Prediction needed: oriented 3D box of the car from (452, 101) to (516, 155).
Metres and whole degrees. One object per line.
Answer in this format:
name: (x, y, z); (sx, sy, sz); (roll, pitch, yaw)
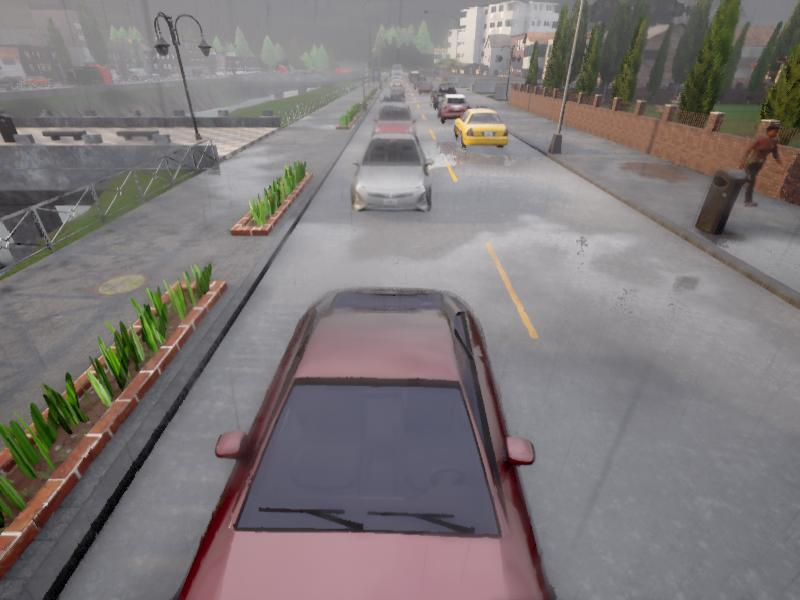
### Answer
car: (3.498, -7.766, 17.747); (1.801, 1.575, 5.366); (1, 30, 1)

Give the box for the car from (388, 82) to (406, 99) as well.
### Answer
car: (-0.279, -23.314, 44.420); (1.845, 1.501, 3.633); (0, 30, 1)

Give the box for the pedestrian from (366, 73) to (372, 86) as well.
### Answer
pedestrian: (-5.409, -38.019, 69.015); (0.751, 1.860, 0.751); (-10, 32, -16)

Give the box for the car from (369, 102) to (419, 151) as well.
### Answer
car: (-0.205, -8.027, 18.248); (2.007, 1.525, 4.514); (0, 30, 1)

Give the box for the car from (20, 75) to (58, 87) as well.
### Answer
car: (-62.238, -37.890, 69.096); (2.097, 1.767, 4.553); (0, 30, 0)

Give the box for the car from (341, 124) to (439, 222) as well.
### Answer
car: (-0.174, -3.550, 10.582); (2.007, 1.525, 4.514); (0, 30, 1)

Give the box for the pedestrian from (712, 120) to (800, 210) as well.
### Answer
pedestrian: (8.203, -3.097, 9.223); (0.751, 1.860, 0.751); (-1, 30, -2)

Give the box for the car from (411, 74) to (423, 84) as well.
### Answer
car: (3.415, -45.214, 81.913); (2.242, 1.667, 4.611); (0, 30, 0)

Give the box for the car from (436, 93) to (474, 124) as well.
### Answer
car: (3.473, -12.420, 25.821); (1.970, 1.475, 3.806); (1, 30, 1)

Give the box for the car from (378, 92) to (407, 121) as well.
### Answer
car: (-0.494, -13.139, 27.052); (1.816, 1.474, 4.193); (-1, 30, -1)

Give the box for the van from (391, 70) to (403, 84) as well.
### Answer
van: (-0.584, -45.527, 81.555); (2.351, 2.431, 6.366); (0, 30, 0)

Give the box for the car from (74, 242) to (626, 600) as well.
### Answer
car: (-0.145, 1.022, 2.937); (1.994, 1.385, 4.181); (1, 30, 1)

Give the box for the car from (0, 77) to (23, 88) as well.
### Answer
car: (-66.222, -36.371, 66.774); (1.837, 1.490, 4.892); (0, 30, 0)

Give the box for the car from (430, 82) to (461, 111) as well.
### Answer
car: (3.668, -16.942, 33.169); (1.932, 1.855, 4.605); (0, 31, -1)

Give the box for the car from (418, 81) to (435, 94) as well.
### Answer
car: (3.399, -27.523, 51.788); (1.994, 1.385, 4.181); (1, 30, 1)

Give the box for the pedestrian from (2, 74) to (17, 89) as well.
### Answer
pedestrian: (-58.304, -32.648, 59.797); (0.751, 1.860, 0.751); (-8, 31, -14)

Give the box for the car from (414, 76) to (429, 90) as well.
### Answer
car: (3.278, -33.686, 62.044); (2.242, 1.667, 4.611); (1, 30, 1)

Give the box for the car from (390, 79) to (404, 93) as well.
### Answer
car: (-0.374, -29.220, 54.525); (1.882, 1.535, 5.008); (0, 30, 1)
